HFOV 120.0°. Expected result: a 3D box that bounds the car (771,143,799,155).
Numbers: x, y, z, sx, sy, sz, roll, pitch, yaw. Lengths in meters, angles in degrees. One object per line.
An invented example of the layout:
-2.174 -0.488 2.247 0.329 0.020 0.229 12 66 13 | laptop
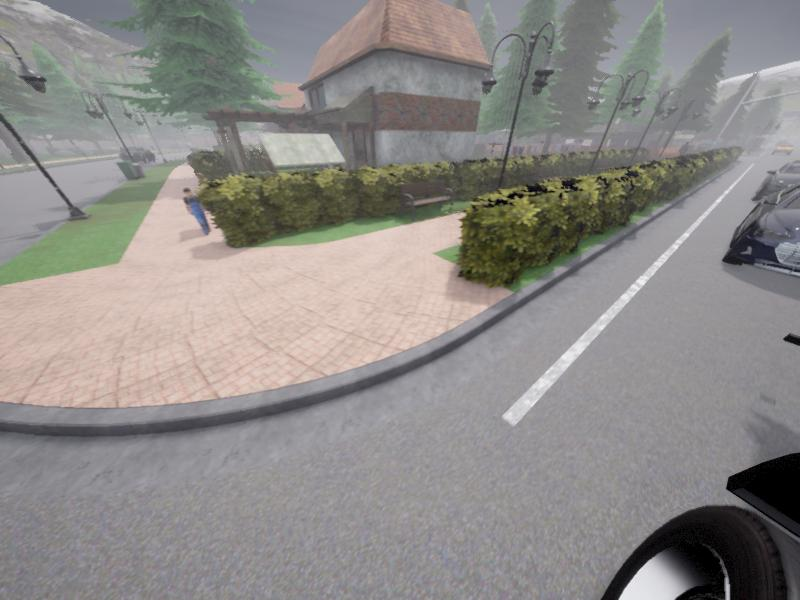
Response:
64.076 -25.214 38.471 5.366 1.575 1.801 -23 41 -29 | car

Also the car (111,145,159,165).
-30.602 -16.990 26.917 2.097 1.767 4.553 -17 38 -23 | car

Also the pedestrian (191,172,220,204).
-7.996 -4.612 9.520 0.500 1.100 0.500 -24 41 -30 | pedestrian

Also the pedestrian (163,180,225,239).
-5.577 -2.476 6.316 0.751 1.300 0.751 -28 44 -34 | pedestrian

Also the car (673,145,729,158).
45.920 -22.762 35.423 1.837 1.490 4.892 -22 40 -28 | car

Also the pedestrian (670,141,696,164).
28.434 -14.851 23.228 0.751 1.860 0.751 -22 40 -28 | pedestrian

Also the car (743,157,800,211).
17.044 -5.020 9.799 4.902 1.511 2.128 -23 41 -29 | car

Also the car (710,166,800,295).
8.998 -1.630 4.852 4.856 1.649 2.033 -23 41 -29 | car
